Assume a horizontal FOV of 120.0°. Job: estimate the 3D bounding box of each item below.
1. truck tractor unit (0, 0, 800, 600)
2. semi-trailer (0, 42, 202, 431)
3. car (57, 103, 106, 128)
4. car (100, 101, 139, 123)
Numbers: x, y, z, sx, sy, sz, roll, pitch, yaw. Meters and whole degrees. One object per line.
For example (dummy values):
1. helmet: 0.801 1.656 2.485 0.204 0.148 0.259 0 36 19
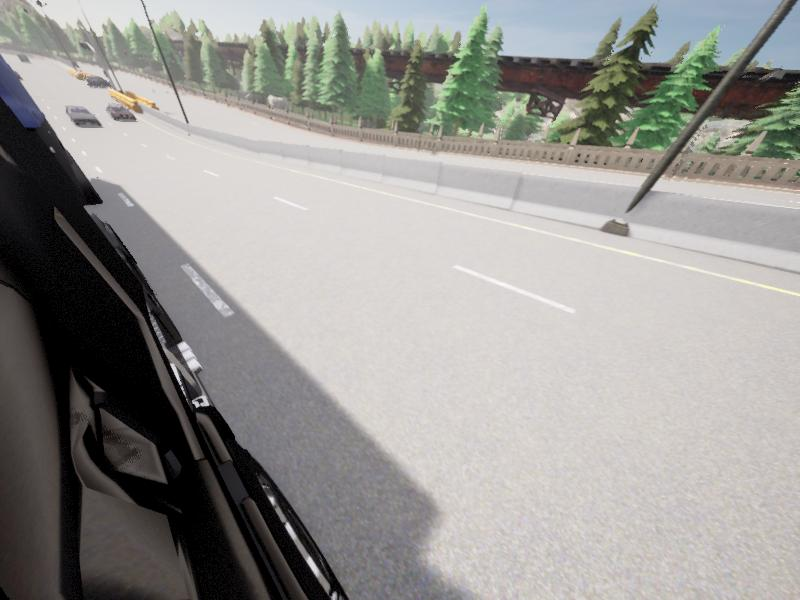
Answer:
1. truck tractor unit: -2.645 -0.295 0.351 6.516 4.208 3.053 28 44 30
2. semi-trailer: -8.696 -3.609 4.225 14.254 4.402 2.717 28 44 30
3. car: -32.462 -18.793 23.525 5.357 1.411 2.033 32 46 26
4. car: -33.532 -22.483 27.631 4.181 1.385 1.994 33 46 25
